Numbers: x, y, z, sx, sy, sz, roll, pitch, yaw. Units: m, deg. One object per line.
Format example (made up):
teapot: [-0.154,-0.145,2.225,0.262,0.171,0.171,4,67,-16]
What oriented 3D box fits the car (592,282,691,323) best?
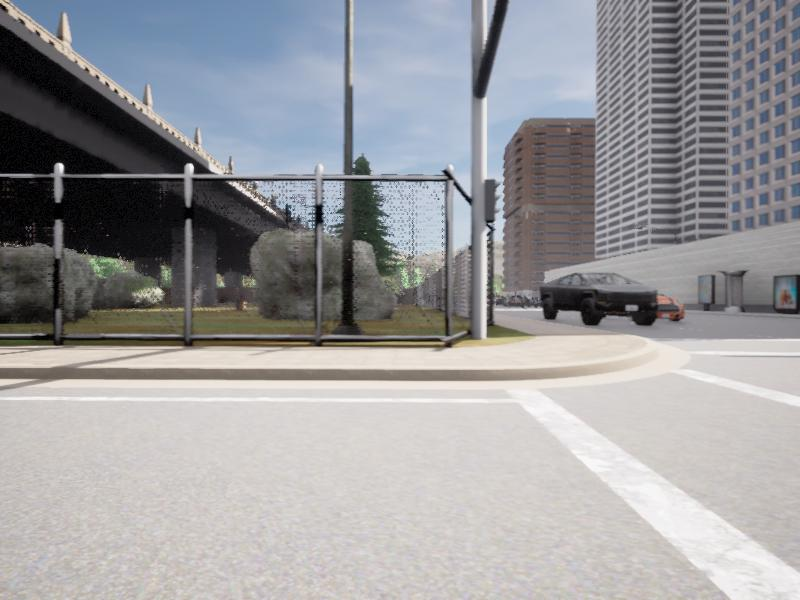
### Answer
car: [11.506,0.096,19.537,2.097,1.767,4.553,0,0,0]

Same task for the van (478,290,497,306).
van: [15.113,-0.286,69.045,1.988,2.561,5.915,0,0,0]

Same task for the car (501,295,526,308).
car: [15.067,0.193,53.499,2.033,1.649,4.856,0,0,0]

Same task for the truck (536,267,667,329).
truck: [8.001,-0.073,16.902,2.390,2.098,6.274,0,0,0]

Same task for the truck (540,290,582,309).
truck: [18.561,-0.027,46.548,2.390,2.098,6.274,0,0,0]
